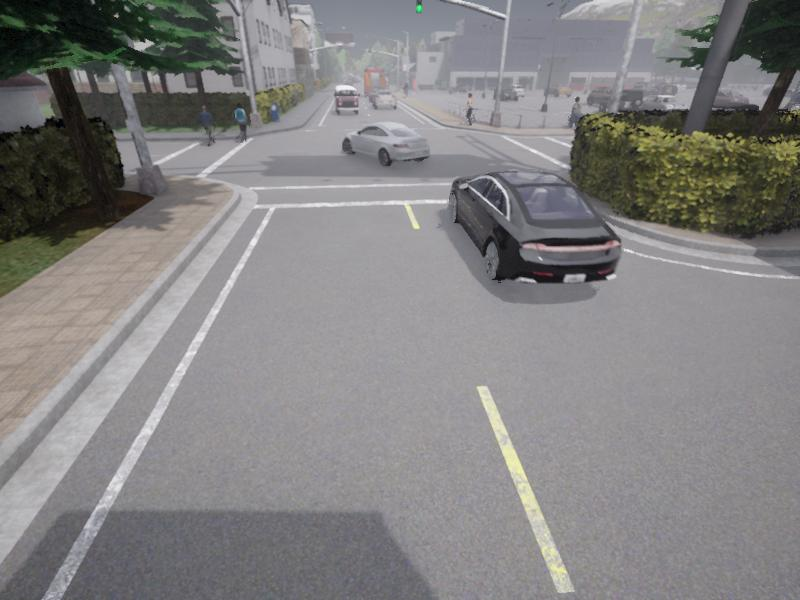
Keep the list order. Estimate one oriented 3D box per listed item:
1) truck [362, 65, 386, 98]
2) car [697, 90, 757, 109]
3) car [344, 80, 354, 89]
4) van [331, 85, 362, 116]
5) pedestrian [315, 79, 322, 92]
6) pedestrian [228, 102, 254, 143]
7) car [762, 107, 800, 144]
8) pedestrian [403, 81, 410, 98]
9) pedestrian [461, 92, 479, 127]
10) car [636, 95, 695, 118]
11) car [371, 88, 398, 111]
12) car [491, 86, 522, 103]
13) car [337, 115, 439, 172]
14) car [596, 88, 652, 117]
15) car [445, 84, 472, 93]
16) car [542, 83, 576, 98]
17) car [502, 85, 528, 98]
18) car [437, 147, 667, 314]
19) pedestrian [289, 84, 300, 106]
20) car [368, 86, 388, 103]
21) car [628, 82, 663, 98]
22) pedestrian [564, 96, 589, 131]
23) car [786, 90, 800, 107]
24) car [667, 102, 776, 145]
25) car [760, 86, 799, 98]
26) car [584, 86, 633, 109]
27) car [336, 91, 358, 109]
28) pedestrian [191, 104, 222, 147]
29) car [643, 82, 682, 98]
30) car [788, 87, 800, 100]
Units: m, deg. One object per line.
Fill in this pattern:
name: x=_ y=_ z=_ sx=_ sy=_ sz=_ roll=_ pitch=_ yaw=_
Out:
truck: x=-3.783 y=-31.348 z=57.255 sx=2.891 sy=3.827 sz=8.468 roll=-3 pitch=30 yaw=-5
car: x=33.217 y=-20.508 z=40.817 sx=2.007 sy=1.523 sz=4.514 roll=-3 pitch=30 yaw=-6
car: x=-10.668 y=-45.054 z=83.566 sx=1.837 sy=1.490 sz=4.892 roll=-3 pitch=30 yaw=-5
van: x=-4.493 y=-16.642 z=33.299 sx=2.069 sy=2.038 sz=4.480 roll=-5 pitch=30 yaw=-9
pedestrian: x=-14.348 y=-37.779 z=70.443 sx=0.751 sy=1.860 sz=0.751 roll=21 pitch=36 yaw=32
pedestrian: x=-7.994 y=-8.951 z=20.181 sx=0.751 sy=1.860 sz=0.751 roll=-3 pitch=30 yaw=-6
car: x=23.453 y=-9.675 z=22.062 sx=4.856 sy=1.649 sz=2.033 roll=-3 pitch=30 yaw=-5
pedestrian: x=0.841 y=-26.502 z=50.424 sx=0.751 sy=1.860 sz=0.751 roll=6 pitch=30 yaw=10
pedestrian: x=4.253 y=-11.597 z=24.339 sx=0.751 sy=1.860 sz=0.751 roll=16 pitch=33 yaw=26
car: x=21.727 y=-15.977 z=32.942 sx=1.970 sy=1.475 sz=3.806 roll=-3 pitch=30 yaw=-6
car: x=-1.546 y=-19.414 z=38.593 sx=2.152 sy=1.651 sz=5.027 roll=-3 pitch=30 yaw=-6
car: x=12.759 y=-24.787 z=48.192 sx=2.007 sy=1.523 sz=4.514 roll=-3 pitch=30 yaw=-6
car: x=-0.646 y=-6.631 z=16.650 sx=1.812 sy=1.442 sz=4.674 roll=-20 pitch=36 yaw=-30
car: x=18.356 y=-16.353 z=33.007 sx=1.905 sy=1.878 sz=3.866 roll=-3 pitch=30 yaw=-6
car: x=10.173 y=-36.970 z=69.913 sx=4.193 sy=1.474 sz=1.816 roll=-3 pitch=30 yaw=-6
car: x=21.968 y=-29.072 z=55.459 sx=2.152 sy=1.636 sz=5.027 roll=-3 pitch=30 yaw=-6
car: x=15.625 y=-28.510 z=54.598 sx=1.970 sy=1.475 sz=3.806 roll=-3 pitch=30 yaw=-6
car: x=2.285 y=-1.732 z=7.804 sx=2.128 sy=1.511 sz=4.902 roll=-2 pitch=31 yaw=-6
pedestrian: x=-10.032 y=-19.541 z=38.170 sx=0.751 sy=1.860 sz=0.751 roll=-8 pitch=31 yaw=-13
car: x=-2.650 y=-24.359 z=47.346 sx=2.038 sy=1.542 sz=4.974 roll=-3 pitch=30 yaw=-5
car: x=34.685 y=-29.803 z=56.660 sx=1.905 sy=1.878 sz=3.866 roll=-3 pitch=30 yaw=-6
pedestrian: x=10.686 y=-11.324 z=24.284 sx=0.751 sy=1.860 sz=0.751 roll=-3 pitch=30 yaw=-6
car: x=43.154 y=-20.988 z=41.759 sx=1.845 sy=1.501 sz=3.633 roll=-3 pitch=30 yaw=-6
car: x=17.036 y=-9.473 z=21.406 sx=3.866 sy=1.878 sz=1.905 roll=-3 pitch=30 yaw=-5
car: x=56.013 y=-30.798 z=59.126 sx=1.845 sy=1.501 sz=3.633 roll=-3 pitch=30 yaw=-6
car: x=20.759 y=-20.385 z=40.125 sx=1.932 sy=1.855 sz=4.605 roll=-3 pitch=30 yaw=-6
car: x=-5.238 y=-19.929 z=39.728 sx=1.994 sy=1.385 sz=4.181 roll=-3 pitch=30 yaw=-6
pedestrian: x=-9.422 y=-8.532 z=19.566 sx=0.751 sy=1.860 sz=0.751 roll=2 pitch=30 yaw=3
car: x=37.528 y=-30.140 z=57.308 sx=1.932 sy=1.855 sz=4.605 roll=-3 pitch=30 yaw=-6
car: x=53.867 y=-26.975 z=52.438 sx=1.970 sy=1.475 sz=3.806 roll=-3 pitch=30 yaw=-6
